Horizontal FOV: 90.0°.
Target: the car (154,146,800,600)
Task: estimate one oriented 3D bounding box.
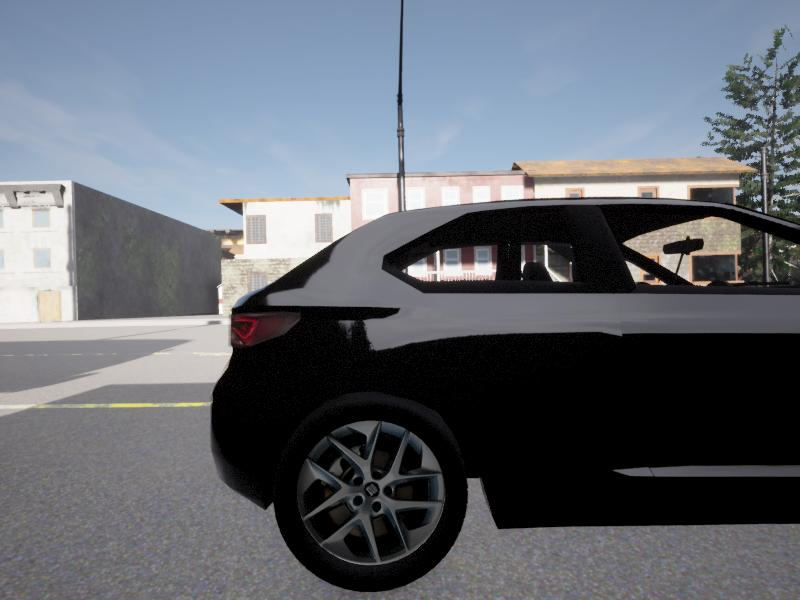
[{"bbox_3d":[1.305,0.254,2.205,4.193,1.474,1.816,0,0,-1],"label":"car"}]

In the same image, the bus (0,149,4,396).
[{"bbox_3d":[-9.263,-1.052,2.095,10.273,4.253,3.944,-1,0,-1],"label":"bus"}]

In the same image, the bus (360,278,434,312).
[{"bbox_3d":[-0.602,-0.527,54.478,3.944,4.253,10.273,-2,0,-44],"label":"bus"}]
